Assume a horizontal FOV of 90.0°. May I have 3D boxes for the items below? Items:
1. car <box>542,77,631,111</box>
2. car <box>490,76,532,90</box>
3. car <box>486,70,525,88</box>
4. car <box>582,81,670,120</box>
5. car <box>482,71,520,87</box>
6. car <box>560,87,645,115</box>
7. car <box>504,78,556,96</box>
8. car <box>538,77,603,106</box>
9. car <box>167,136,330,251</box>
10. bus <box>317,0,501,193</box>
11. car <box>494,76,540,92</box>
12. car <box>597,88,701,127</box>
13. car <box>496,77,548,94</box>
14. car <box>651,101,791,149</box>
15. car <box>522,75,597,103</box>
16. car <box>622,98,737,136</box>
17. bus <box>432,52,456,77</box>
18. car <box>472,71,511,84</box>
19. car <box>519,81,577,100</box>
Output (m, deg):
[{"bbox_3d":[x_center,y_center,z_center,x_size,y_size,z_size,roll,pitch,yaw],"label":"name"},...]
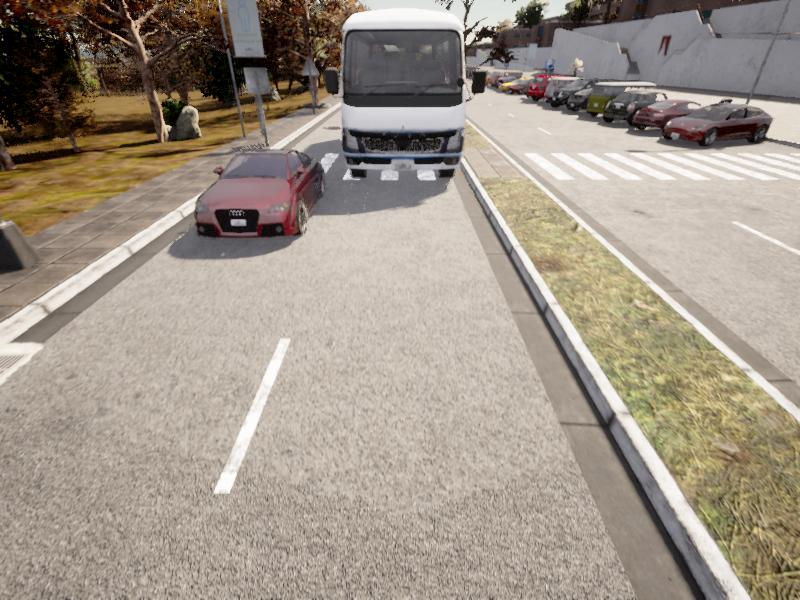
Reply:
[{"bbox_3d":[13.972,-15.577,30.154,5.566,2.045,2.435,-10,33,-17],"label":"car"},{"bbox_3d":[14.067,-27.607,50.799,4.674,1.452,2.002,-10,33,-17],"label":"car"},{"bbox_3d":[13.977,-29.357,53.167,4.442,1.987,1.878,-10,33,-17],"label":"car"},{"bbox_3d":[14.086,-12.537,25.087,4.442,1.987,1.878,-10,32,-17],"label":"car"},{"bbox_3d":[14.065,-30.849,55.802,4.553,1.767,2.185,-10,33,-17],"label":"car"},{"bbox_3d":[13.978,-13.844,27.730,4.892,1.521,2.231,-10,32,-17],"label":"car"},{"bbox_3d":[14.015,-22.979,43.116,4.792,1.488,2.163,-10,33,-17],"label":"car"},{"bbox_3d":[13.898,-17.064,32.705,4.442,1.987,1.878,-10,33,-17],"label":"car"},{"bbox_3d":[-2.932,-2.577,8.895,1.994,1.385,4.181,0,31,0],"label":"car"},{"bbox_3d":[0.211,-7.331,14.075,3.944,4.253,10.273,0,31,0],"label":"bus"},{"bbox_3d":[14.089,-26.072,48.253,4.792,1.488,2.163,-10,33,-17],"label":"car"},{"bbox_3d":[13.936,-10.903,22.528,4.553,1.767,2.185,-10,32,-17],"label":"car"},{"bbox_3d":[13.881,-24.518,45.607,5.366,1.575,1.946,-10,33,-17],"label":"car"},{"bbox_3d":[13.919,-7.710,17.456,4.792,1.488,2.163,-10,33,-17],"label":"car"},{"bbox_3d":[14.043,-18.639,35.309,5.566,2.045,2.435,-10,32,-17],"label":"car"},{"bbox_3d":[13.950,-9.242,20.057,4.674,1.452,2.002,-10,32,-17],"label":"car"},{"bbox_3d":[9.013,-49.433,83.846,3.944,4.253,10.273,0,31,0],"label":"bus"},{"bbox_3d":[13.938,-33.834,60.905,5.366,1.575,1.946,-10,33,-17],"label":"car"},{"bbox_3d":[14.019,-19.911,38.010,4.674,1.452,2.002,-10,32,-17],"label":"car"}]
